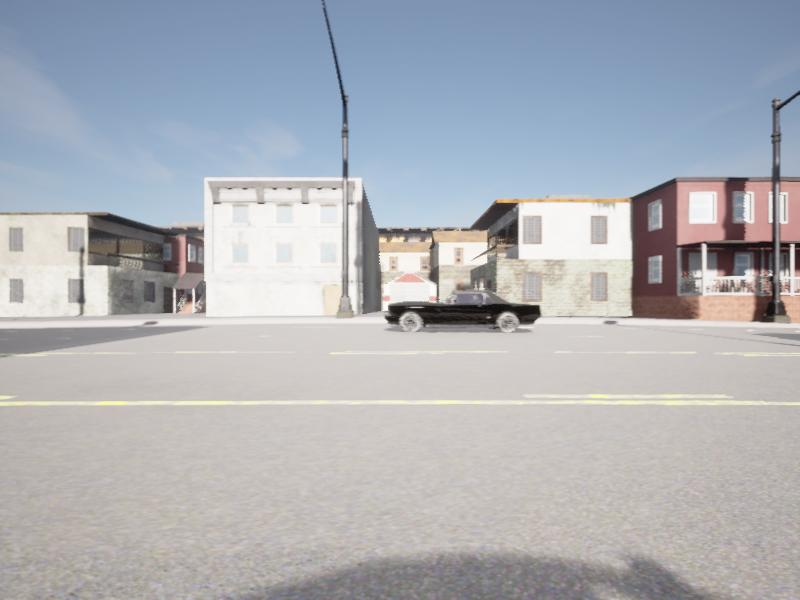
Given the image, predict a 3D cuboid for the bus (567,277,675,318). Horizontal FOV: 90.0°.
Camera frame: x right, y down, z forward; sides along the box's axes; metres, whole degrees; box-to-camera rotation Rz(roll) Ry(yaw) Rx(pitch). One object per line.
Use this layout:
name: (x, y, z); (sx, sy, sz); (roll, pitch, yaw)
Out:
bus: (25.309, -0.297, 46.404); (10.273, 4.253, 3.944); (0, 0, 45)

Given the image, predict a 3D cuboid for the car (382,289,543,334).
car: (1.834, 0.344, 12.700); (4.718, 1.301, 1.895); (0, 0, 0)
